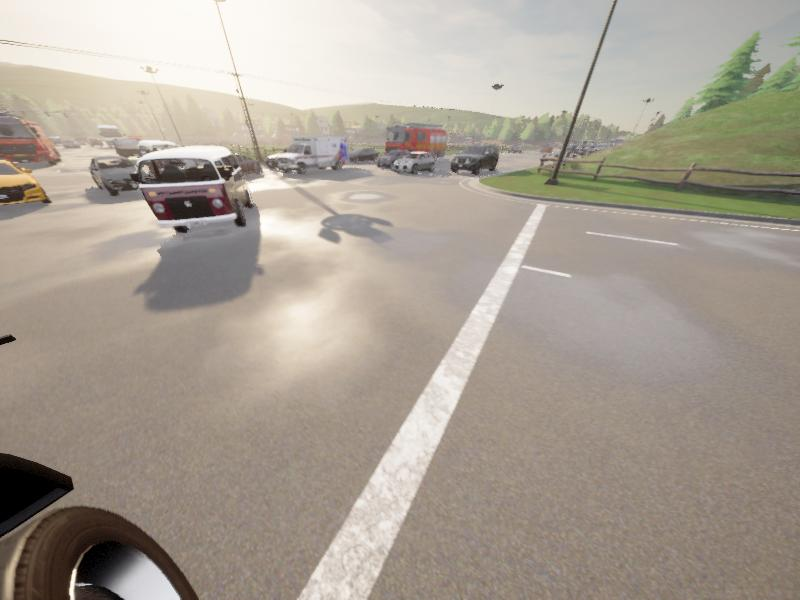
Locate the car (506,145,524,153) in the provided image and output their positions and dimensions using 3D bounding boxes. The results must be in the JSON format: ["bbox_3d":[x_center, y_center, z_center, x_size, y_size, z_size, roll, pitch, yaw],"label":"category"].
[{"bbox_3d":[27.544,-36.189,55.341,2.038,1.542,4.974,28,44,34],"label":"car"}]

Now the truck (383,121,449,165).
[{"bbox_3d":[2.106,-18.833,27.846,2.891,3.827,8.468,28,43,34],"label":"truck"}]

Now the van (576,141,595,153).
[{"bbox_3d":[50.452,-41.613,62.786,2.351,2.431,6.366,28,43,34],"label":"van"}]

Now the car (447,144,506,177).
[{"bbox_3d":[6.550,-11.955,19.563,2.150,2.045,5.566,27,43,32],"label":"car"}]

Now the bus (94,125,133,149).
[{"bbox_3d":[-66.645,-37.915,53.765,10.273,4.253,3.944,29,44,34],"label":"bus"}]

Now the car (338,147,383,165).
[{"bbox_3d":[-4.459,-16.808,26.866,2.163,1.488,4.792,28,43,33],"label":"car"}]

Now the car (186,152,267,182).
[{"bbox_3d":[-11.606,-9.249,15.935,1.994,1.385,4.181,6,35,7],"label":"car"}]

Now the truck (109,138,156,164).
[{"bbox_3d":[-29.663,-16.568,25.530,6.274,2.098,2.390,28,43,34],"label":"truck"}]

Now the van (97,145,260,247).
[{"bbox_3d":[-6.081,-3.602,7.298,2.069,2.038,4.480,-14,37,-19],"label":"van"}]

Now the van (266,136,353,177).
[{"bbox_3d":[-6.908,-11.882,18.887,2.351,2.431,6.366,17,38,23],"label":"van"}]

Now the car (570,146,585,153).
[{"bbox_3d":[44.505,-37.593,57.799,1.994,1.385,4.181,28,43,34],"label":"car"}]

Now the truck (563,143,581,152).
[{"bbox_3d":[49.130,-43.605,65.928,2.390,2.098,6.274,28,43,34],"label":"truck"}]

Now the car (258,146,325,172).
[{"bbox_3d":[-9.670,-13.016,21.178,2.152,1.651,5.027,19,39,25],"label":"car"}]

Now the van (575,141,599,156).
[{"bbox_3d":[39.694,-32.183,49.000,2.351,2.431,6.366,28,43,34],"label":"van"}]

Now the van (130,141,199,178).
[{"bbox_3d":[-17.143,-10.352,16.837,4.480,2.038,2.069,24,41,30],"label":"van"}]

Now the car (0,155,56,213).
[{"bbox_3d":[-16.031,-4.707,9.156,5.008,1.535,1.882,23,40,28],"label":"car"}]

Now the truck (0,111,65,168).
[{"bbox_3d":[-35.072,-14.754,21.302,8.468,3.827,2.891,29,43,34],"label":"truck"}]

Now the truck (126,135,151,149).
[{"bbox_3d":[-59.637,-35.984,52.653,5.204,2.467,2.627,30,44,34],"label":"truck"}]

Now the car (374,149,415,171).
[{"bbox_3d":[-0.494,-13.293,21.825,1.845,1.501,3.633,27,42,33],"label":"car"}]

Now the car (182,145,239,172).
[{"bbox_3d":[-16.619,-12.478,20.229,4.611,1.667,2.242,26,42,30],"label":"car"}]

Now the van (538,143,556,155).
[{"bbox_3d":[32.461,-33.486,51.141,1.775,1.987,4.442,28,43,34],"label":"van"}]

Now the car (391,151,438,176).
[{"bbox_3d":[1.246,-11.308,19.038,1.970,1.475,3.806,25,42,31],"label":"car"}]

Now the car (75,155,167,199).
[{"bbox_3d":[-13.759,-6.191,11.392,4.193,1.474,1.816,23,40,28],"label":"car"}]

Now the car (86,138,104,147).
[{"bbox_3d":[-76.193,-39.334,57.740,3.866,1.878,1.905,29,44,34],"label":"car"}]
